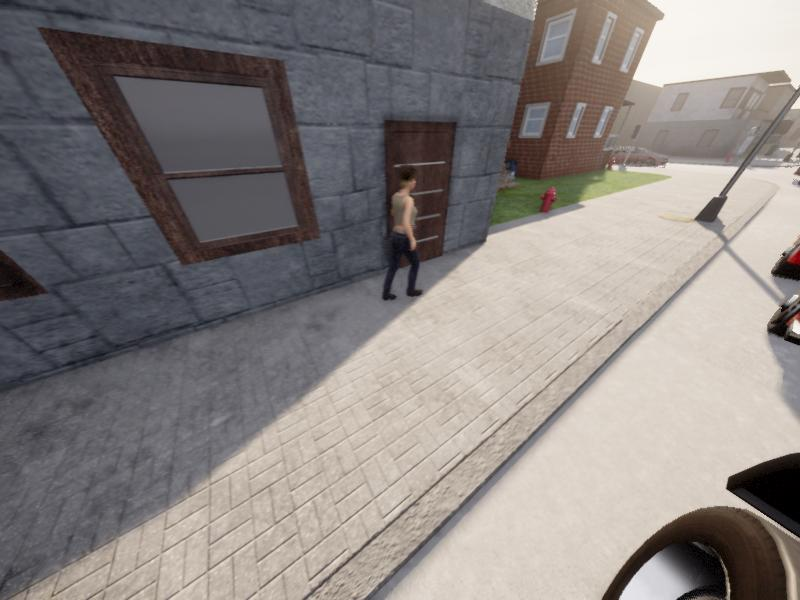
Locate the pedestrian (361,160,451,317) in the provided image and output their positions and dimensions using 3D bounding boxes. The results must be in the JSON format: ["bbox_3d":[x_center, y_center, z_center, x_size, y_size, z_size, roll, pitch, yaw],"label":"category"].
[{"bbox_3d":[0.055,-0.816,3.206,0.751,1.860,0.751,-21,40,-27],"label":"pedestrian"}]

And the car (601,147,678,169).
[{"bbox_3d":[21.037,-12.676,20.501,1.994,1.385,4.181,-21,40,-27],"label":"car"}]

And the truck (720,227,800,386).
[{"bbox_3d":[6.959,-0.543,2.477,5.204,2.467,2.627,-21,40,-26],"label":"truck"}]

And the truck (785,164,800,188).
[{"bbox_3d":[20.626,-6.062,9.013,2.891,3.827,8.468,28,44,34],"label":"truck"}]
